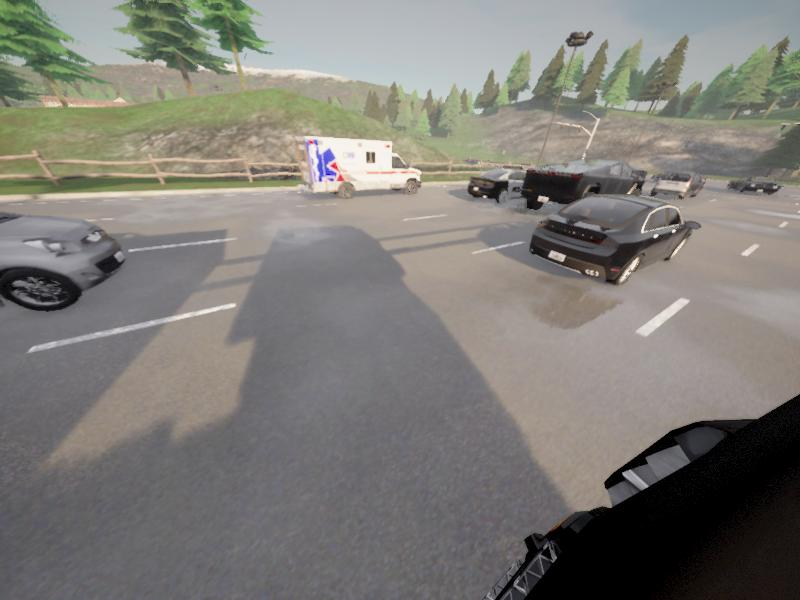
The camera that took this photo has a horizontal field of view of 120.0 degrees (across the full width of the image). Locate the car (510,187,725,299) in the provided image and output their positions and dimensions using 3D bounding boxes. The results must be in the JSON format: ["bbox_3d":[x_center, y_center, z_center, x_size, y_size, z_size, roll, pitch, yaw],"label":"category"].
[{"bbox_3d":[5.246,-1.686,5.560,4.892,1.490,1.837,-16,38,-26],"label":"car"}]

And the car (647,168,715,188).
[{"bbox_3d":[30.577,-13.537,25.442,2.033,1.411,5.357,10,34,10],"label":"car"}]

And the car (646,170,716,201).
[{"bbox_3d":[19.728,-8.113,16.242,3.988,1.617,1.851,-16,38,-26],"label":"car"}]

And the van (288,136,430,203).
[{"bbox_3d":[-1.867,-6.698,11.838,6.366,2.431,2.351,-16,38,-26],"label":"van"}]

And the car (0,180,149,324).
[{"bbox_3d":[-6.407,-0.578,3.032,3.633,1.501,1.845,-16,38,-26],"label":"car"}]

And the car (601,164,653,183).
[{"bbox_3d":[27.105,-15.366,27.850,1.882,1.535,5.008,8,34,5],"label":"car"}]

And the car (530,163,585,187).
[{"bbox_3d":[13.549,-10.782,19.869,3.988,1.617,1.851,-16,38,-26],"label":"car"}]

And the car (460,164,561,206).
[{"bbox_3d":[6.084,-6.433,12.704,5.238,1.638,1.930,-16,38,-26],"label":"car"}]

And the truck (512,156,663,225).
[{"bbox_3d":[8.377,-5.057,10.354,6.274,2.098,2.390,-16,38,-26],"label":"truck"}]

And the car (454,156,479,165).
[{"bbox_3d":[13.338,-28.195,46.553,4.181,1.385,1.994,24,39,29],"label":"car"}]

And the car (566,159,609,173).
[{"bbox_3d":[32.661,-23.408,40.372,1.930,1.638,5.238,-20,40,-33],"label":"car"}]

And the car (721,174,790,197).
[{"bbox_3d":[31.888,-10.459,20.941,1.895,1.301,4.718,24,39,29],"label":"car"}]
